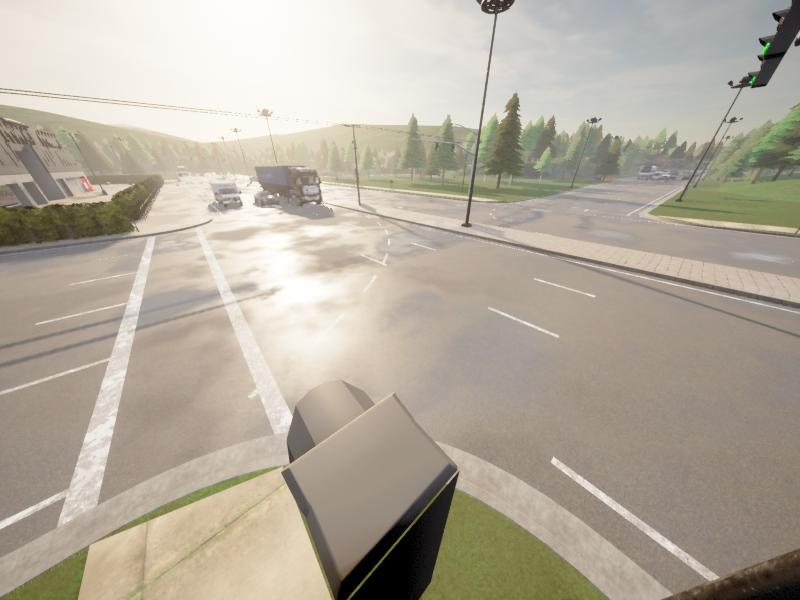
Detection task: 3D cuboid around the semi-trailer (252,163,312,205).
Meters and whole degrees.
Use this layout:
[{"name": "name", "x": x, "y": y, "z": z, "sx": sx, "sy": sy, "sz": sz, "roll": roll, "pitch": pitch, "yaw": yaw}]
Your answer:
[{"name": "semi-trailer", "x": -17.097, "y": -16.810, "z": 32.803, "sx": 2.717, "sy": 4.402, "sz": 14.254, "roll": -23, "pitch": 37, "yaw": -34}]

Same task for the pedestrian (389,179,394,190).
[{"name": "pedestrian", "x": -1.612, "y": -22.602, "z": 45.039, "sx": 0.751, "sy": 1.860, "sz": 0.751, "roll": -22, "pitch": 36, "yaw": -33}]

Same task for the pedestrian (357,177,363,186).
[{"name": "pedestrian", "x": -9.162, "y": -27.113, "z": 52.854, "sx": 0.751, "sy": 1.860, "sz": 0.751, "roll": -22, "pitch": 37, "yaw": -33}]

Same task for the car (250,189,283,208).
[{"name": "car", "x": -16.238, "y": -12.365, "z": 27.997, "sx": 2.038, "sy": 1.542, "sz": 4.974, "roll": -23, "pitch": 37, "yaw": -34}]

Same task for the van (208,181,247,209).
[{"name": "van", "x": -20.602, "y": -12.612, "z": 27.522, "sx": 2.351, "sy": 2.431, "sz": 6.366, "roll": -23, "pitch": 37, "yaw": -34}]

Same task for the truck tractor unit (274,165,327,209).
[{"name": "truck tractor unit", "x": -11.946, "y": -13.720, "z": 27.650, "sx": 3.053, "sy": 4.208, "sz": 6.516, "roll": -23, "pitch": 37, "yaw": -34}]
